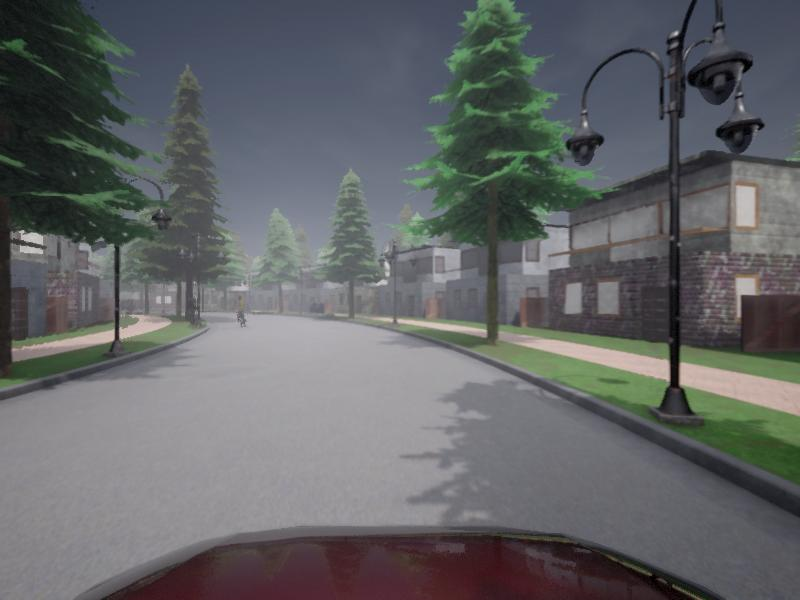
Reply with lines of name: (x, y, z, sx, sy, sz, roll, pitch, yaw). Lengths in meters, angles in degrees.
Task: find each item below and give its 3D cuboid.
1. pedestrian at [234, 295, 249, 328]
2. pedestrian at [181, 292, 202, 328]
pedestrian: (-9.077, 0.652, 22.884, 0.751, 1.860, 0.751, 0, 0, -26)
pedestrian: (-10.987, 0.501, 21.058, 0.751, 1.860, 0.751, 0, 0, 37)
